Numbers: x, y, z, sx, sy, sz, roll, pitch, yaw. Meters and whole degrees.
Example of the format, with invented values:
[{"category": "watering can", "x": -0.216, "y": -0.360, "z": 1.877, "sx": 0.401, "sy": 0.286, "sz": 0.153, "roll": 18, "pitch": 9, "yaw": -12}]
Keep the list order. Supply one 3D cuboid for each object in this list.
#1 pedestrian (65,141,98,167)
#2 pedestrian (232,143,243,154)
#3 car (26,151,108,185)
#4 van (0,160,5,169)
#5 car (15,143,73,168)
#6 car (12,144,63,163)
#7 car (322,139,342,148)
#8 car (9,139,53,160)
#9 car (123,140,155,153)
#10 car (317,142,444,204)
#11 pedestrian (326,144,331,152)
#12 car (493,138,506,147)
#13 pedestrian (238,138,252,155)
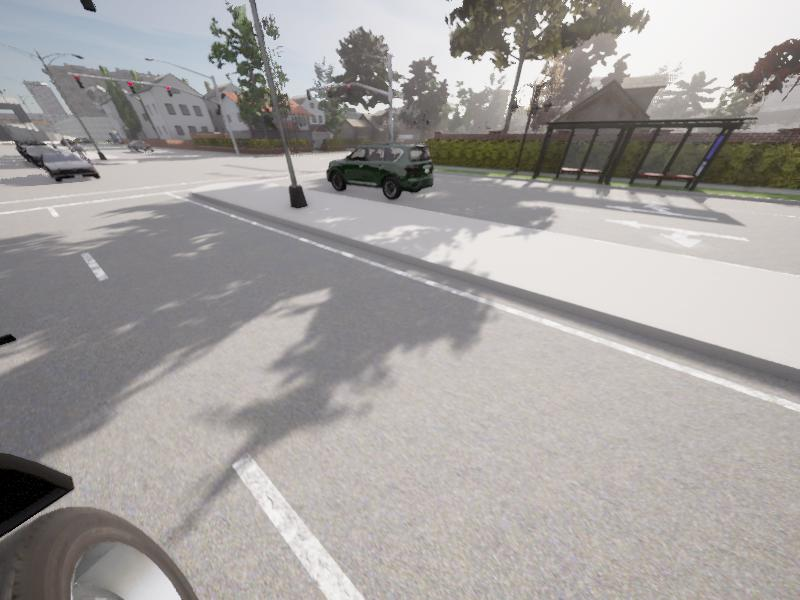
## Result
[{"category": "pedestrian", "x": -27.536, "y": -12.660, "z": 20.007, "sx": 0.751, "sy": 1.860, "sz": 0.751, "roll": -21, "pitch": 40, "yaw": -27}, {"category": "pedestrian", "x": -23.603, "y": -21.986, "z": 33.494, "sx": 0.751, "sy": 1.300, "sz": 0.751, "roll": 26, "pitch": 43, "yaw": 32}, {"category": "car", "x": -20.700, "y": -8.315, "z": 14.341, "sx": 5.357, "sy": 1.411, "sz": 2.033, "roll": 22, "pitch": 41, "yaw": 28}, {"category": "van", "x": -34.795, "y": -11.860, "z": 18.701, "sx": 4.480, "sy": 2.038, "sz": 2.069, "roll": 22, "pitch": 41, "yaw": 28}, {"category": "car", "x": -31.866, "y": -12.988, "z": 20.671, "sx": 5.238, "sy": 1.638, "sz": 1.930, "roll": 22, "pitch": 40, "yaw": 27}, {"category": "car", "x": -37.677, "y": -15.265, "z": 23.996, "sx": 4.792, "sy": 1.488, "sz": 2.163, "roll": 22, "pitch": 41, "yaw": 28}, {"category": "car", "x": -14.224, "y": -32.665, "z": 48.282, "sx": 3.806, "sy": 1.475, "sz": 1.970, "roll": 22, "pitch": 41, "yaw": 28}, {"category": "car", "x": -42.898, "y": -17.559, "z": 26.855, "sx": 3.866, "sy": 1.878, "sz": 1.905, "roll": 22, "pitch": 41, "yaw": 28}, {"category": "car", "x": -44.204, "y": -26.069, "z": 39.154, "sx": 5.027, "sy": 1.651, "sz": 2.152, "roll": 22, "pitch": 41, "yaw": 28}, {"category": "car", "x": -1.050, "y": -6.210, "z": 10.941, "sx": 5.566, "sy": 2.045, "sz": 2.150, "roll": 22, "pitch": 41, "yaw": 28}, {"category": "pedestrian", "x": -12.066, "y": -25.716, "z": 39.064, "sx": 0.500, "sy": 1.100, "sz": 0.500, "roll": 23, "pitch": 41, "yaw": 29}, {"category": "car", "x": 31.676, "y": -50.179, "z": 73.482, "sx": 2.150, "sy": 2.045, "sz": 5.566, "roll": 22, "pitch": 41, "yaw": 27}, {"category": "pedestrian", "x": -21.237, "y": -21.023, "z": 31.673, "sx": 0.751, "sy": 1.860, "sz": 0.751, "roll": 24, "pitch": 42, "yaw": 30}]
